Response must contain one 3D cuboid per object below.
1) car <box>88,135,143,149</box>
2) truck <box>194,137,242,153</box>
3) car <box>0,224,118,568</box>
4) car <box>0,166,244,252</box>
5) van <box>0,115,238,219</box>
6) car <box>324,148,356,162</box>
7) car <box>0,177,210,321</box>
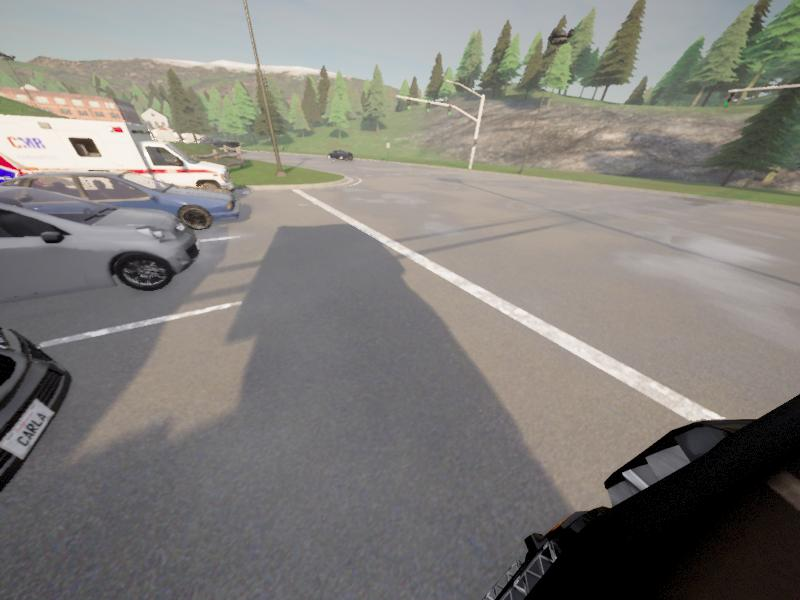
[{"bbox_3d":[-45.305,-25.244,36.943,5.238,1.638,1.930,-3,33,-9],"label":"car"},{"bbox_3d":[-31.399,-26.834,40.069,6.274,2.098,2.390,8,33,7],"label":"truck"},{"bbox_3d":[-4.718,1.079,0.456,4.611,1.667,2.242,-16,38,-26],"label":"car"},{"bbox_3d":[-7.365,-2.523,5.933,5.357,1.411,2.033,-16,38,-26],"label":"car"},{"bbox_3d":[-9.650,-4.537,7.852,6.366,2.431,2.351,-16,38,-26],"label":"van"},{"bbox_3d":[-9.387,-22.644,36.089,4.892,1.490,1.837,24,38,28],"label":"car"},{"bbox_3d":[-5.469,-0.886,3.492,3.633,1.501,1.845,-16,38,-26],"label":"car"}]
